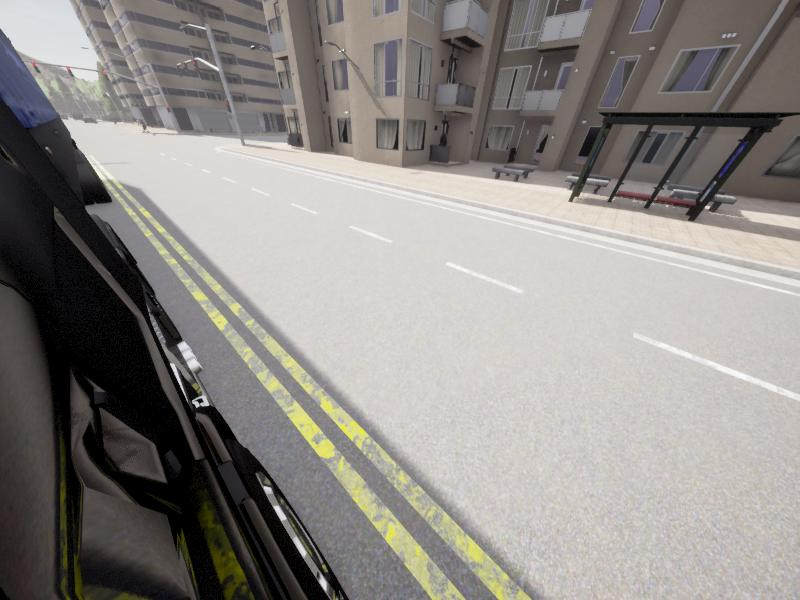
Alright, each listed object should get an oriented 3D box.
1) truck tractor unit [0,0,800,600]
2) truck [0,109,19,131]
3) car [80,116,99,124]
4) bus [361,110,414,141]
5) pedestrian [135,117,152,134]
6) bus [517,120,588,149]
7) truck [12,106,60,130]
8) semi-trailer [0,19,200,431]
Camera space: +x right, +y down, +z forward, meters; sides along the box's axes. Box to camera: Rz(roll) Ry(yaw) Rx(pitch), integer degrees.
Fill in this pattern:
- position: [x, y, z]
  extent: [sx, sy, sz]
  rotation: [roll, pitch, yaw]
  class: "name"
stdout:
- position: [-2.645, -0.295, 0.351]
  extent: [6.516, 4.208, 3.053]
  rotation: [28, 44, 30]
  class: "truck tractor unit"
- position: [-51.206, -22.755, 29.043]
  extent: [6.274, 2.098, 2.390]
  rotation: [29, 44, 30]
  class: "truck"
- position: [-77.425, -44.996, 57.633]
  extent: [1.812, 1.442, 4.674]
  rotation: [-24, 44, -31]
  class: "car"
- position: [-2.118, -33.022, 44.068]
  extent: [3.944, 4.253, 10.273]
  rotation: [28, 43, 30]
  class: "bus"
- position: [-37.211, -25.332, 33.530]
  extent: [0.751, 1.860, 0.751]
  rotation: [26, 42, 28]
  class: "pedestrian"
- position: [29.448, -32.540, 45.316]
  extent: [10.273, 4.253, 3.944]
  rotation: [28, 44, 32]
  class: "bus"
- position: [-51.176, -25.649, 32.600]
  extent: [5.204, 2.467, 2.627]
  rotation: [28, 44, 30]
  class: "truck"
- position: [-8.588, -3.680, 4.329]
  extent: [14.254, 4.402, 2.717]
  rotation: [29, 44, 31]
  class: "semi-trailer"
